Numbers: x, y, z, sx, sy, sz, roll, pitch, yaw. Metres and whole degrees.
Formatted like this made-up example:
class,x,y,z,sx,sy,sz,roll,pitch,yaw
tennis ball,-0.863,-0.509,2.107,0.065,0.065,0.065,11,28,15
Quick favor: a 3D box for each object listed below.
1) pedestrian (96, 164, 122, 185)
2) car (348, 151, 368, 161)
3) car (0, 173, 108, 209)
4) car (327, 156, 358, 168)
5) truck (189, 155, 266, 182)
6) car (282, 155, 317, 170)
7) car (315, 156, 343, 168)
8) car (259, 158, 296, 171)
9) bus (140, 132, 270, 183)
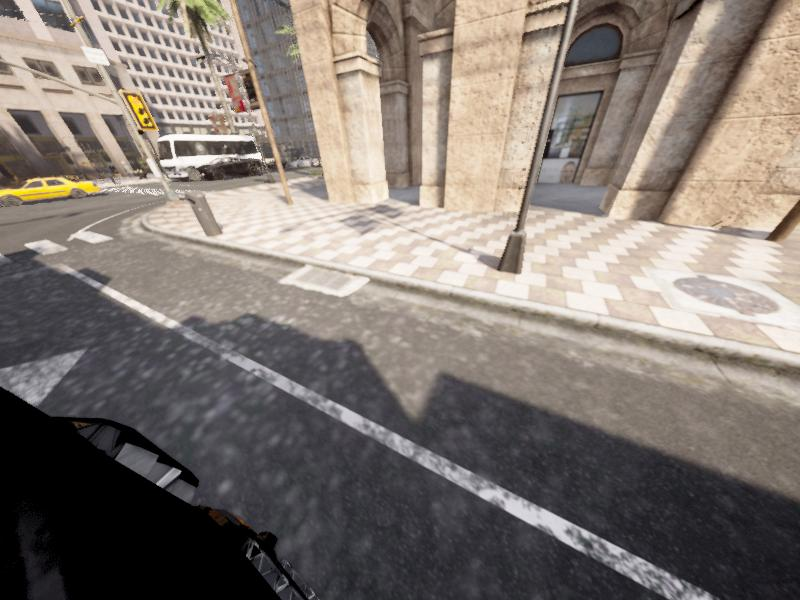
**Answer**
class,x,y,z,sx,sy,sz,roll,pitch,yaw
pedestrian,-30.286,-13.071,24.076,0.751,1.860,0.751,-16,36,-18
car,-9.620,-33.207,53.198,2.185,1.767,4.553,14,37,23
car,-25.181,-7.765,16.242,1.801,1.575,5.366,14,37,24
car,-8.872,-21.576,36.040,1.895,1.301,4.718,14,37,24
truck,-19.003,-14.878,26.012,2.390,2.098,6.274,14,37,24
car,-16.079,-22.198,37.208,2.242,1.667,4.611,14,37,24
car,-11.621,-22.780,38.007,1.994,1.385,4.181,14,37,24
car,-19.694,-21.931,37.269,2.163,1.488,4.792,14,37,23
bus,-21.751,-16.773,27.148,3.944,4.253,10.273,14,37,24
